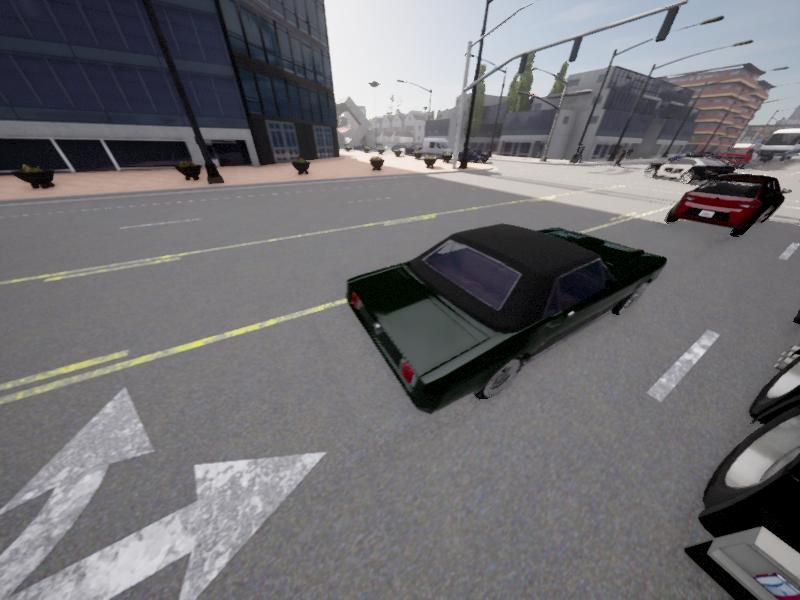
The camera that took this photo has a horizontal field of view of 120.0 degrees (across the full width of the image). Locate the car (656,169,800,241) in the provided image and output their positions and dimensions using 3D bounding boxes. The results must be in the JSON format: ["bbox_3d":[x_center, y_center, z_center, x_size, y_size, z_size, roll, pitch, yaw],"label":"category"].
[{"bbox_3d":[10.905,-3.297,7.591,4.193,1.474,1.816,-18,39,-24],"label":"car"}]

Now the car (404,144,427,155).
[{"bbox_3d":[2.889,-29.270,44.908,1.930,1.638,5.238,-15,38,-22],"label":"car"}]

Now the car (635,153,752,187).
[{"bbox_3d":[20.301,-9.398,16.492,1.930,1.638,5.238,4,34,3],"label":"car"}]

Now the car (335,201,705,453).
[{"bbox_3d":[1.760,-0.306,3.322,4.718,1.301,1.895,-18,39,-24],"label":"car"}]

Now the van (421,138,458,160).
[{"bbox_3d":[5.705,-22.557,34.411,1.988,2.561,5.915,-17,38,-24],"label":"van"}]

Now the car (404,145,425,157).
[{"bbox_3d":[2.363,-25.471,39.451,1.845,1.501,3.633,-17,39,-25],"label":"car"}]

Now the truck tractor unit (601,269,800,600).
[{"bbox_3d":[5.118,-0.293,0.772,6.516,4.208,3.053,-18,39,-24],"label":"truck tractor unit"}]

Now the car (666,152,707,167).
[{"bbox_3d":[37.446,-18.457,30.192,5.008,1.535,1.882,-17,38,-25],"label":"car"}]

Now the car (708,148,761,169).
[{"bbox_3d":[41.413,-17.614,28.608,5.566,2.045,2.150,-17,38,-24],"label":"car"}]

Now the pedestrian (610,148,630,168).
[{"bbox_3d":[24.012,-15.496,25.228,0.751,1.860,0.751,15,37,19],"label":"pedestrian"}]

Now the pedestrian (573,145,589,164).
[{"bbox_3d":[21.595,-17.383,27.639,0.751,1.860,0.751,15,37,19],"label":"pedestrian"}]

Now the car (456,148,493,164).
[{"bbox_3d":[9.346,-18.374,29.363,1.816,1.474,4.193,-17,38,-24],"label":"car"}]

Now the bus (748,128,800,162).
[{"bbox_3d":[64.513,-26.000,38.635,10.273,4.253,3.944,-18,39,-24],"label":"bus"}]
